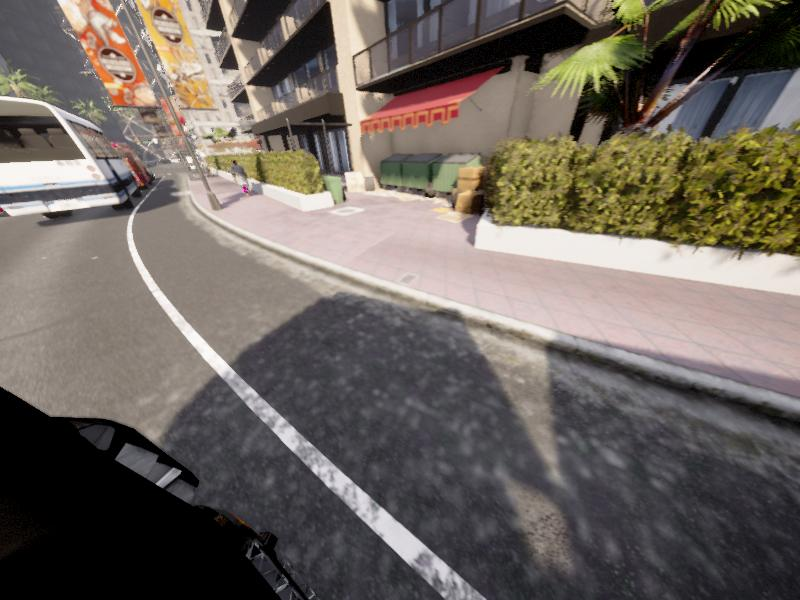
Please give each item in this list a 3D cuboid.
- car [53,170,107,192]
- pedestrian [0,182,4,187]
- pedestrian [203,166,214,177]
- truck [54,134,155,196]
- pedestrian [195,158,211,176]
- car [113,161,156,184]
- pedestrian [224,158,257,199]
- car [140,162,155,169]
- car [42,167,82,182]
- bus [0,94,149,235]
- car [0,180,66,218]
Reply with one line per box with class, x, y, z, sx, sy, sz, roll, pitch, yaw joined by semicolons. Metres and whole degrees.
car;-30.426;-11.466;22.159;1.970;1.475;3.806;-26;40;-31
pedestrian;-50.261;-14.879;28.388;0.751;1.860;0.751;15;38;25
pedestrian;-21.944;-14.755;26.489;0.500;1.100;0.500;-26;40;-31
truck;-24.850;-11.862;20.211;2.891;3.827;8.468;-26;40;-30
pedestrian;-24.426;-16.533;28.664;0.751;1.860;0.751;-30;42;-35
car;-30.938;-15.102;27.151;2.150;2.045;5.566;-26;40;-30
pedestrian;-8.619;-6.580;12.501;0.751;1.860;0.751;-27;40;-31
car;-71.540;-38.225;65.538;2.128;1.511;4.902;-26;40;-30
car;-52.282;-19.592;35.878;1.930;1.638;5.238;-26;40;-30
bus;-17.299;-7.066;12.043;3.944;4.253;10.273;-27;41;-32
car;-21.740;-5.829;13.122;1.994;1.385;4.181;-26;40;-31
